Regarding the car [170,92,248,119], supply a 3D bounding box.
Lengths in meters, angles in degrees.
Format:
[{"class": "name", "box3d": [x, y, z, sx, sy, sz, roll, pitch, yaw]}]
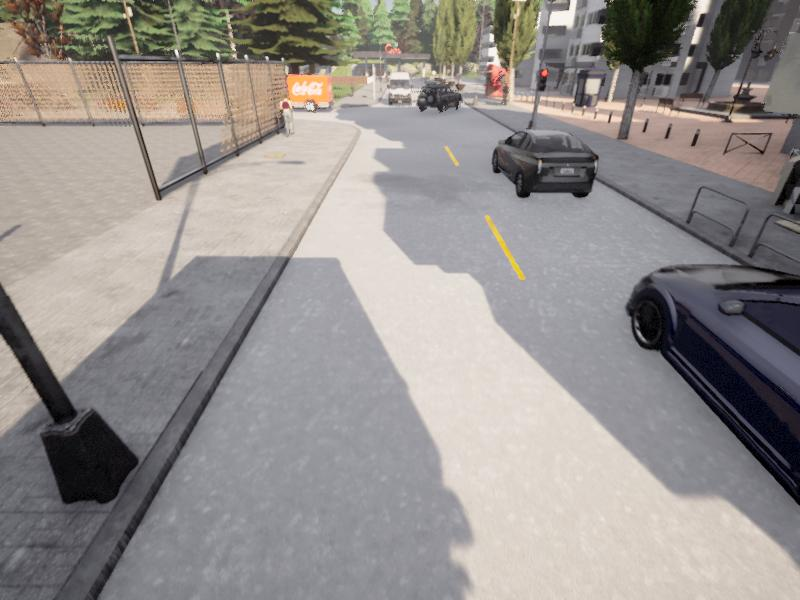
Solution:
[{"class": "car", "box3d": [-12.860, -13.253, 27.210, 4.193, 1.474, 1.816, 0, 30, 0]}]

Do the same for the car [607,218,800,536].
[{"class": "car", "box3d": [3.993, 0.603, 3.625, 1.994, 1.385, 4.181, 0, 30, 0]}]

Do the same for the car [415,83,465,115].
[{"class": "car", "box3d": [3.115, -15.591, 30.836, 1.932, 1.855, 4.605, 17, 35, 26]}]

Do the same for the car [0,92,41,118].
[{"class": "car", "box3d": [-27.795, -13.256, 27.224, 4.674, 1.442, 1.812, 0, 30, 0]}]

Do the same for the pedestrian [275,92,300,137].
[{"class": "pedestrian", "box3d": [-5.300, -8.771, 18.897, 0.751, 1.860, 0.751, 0, 30, 0]}]

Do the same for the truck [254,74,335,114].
[{"class": "truck", "box3d": [-7.797, -15.611, 30.281, 5.204, 2.467, 2.627, 1, 30, 0]}]

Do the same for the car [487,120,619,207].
[{"class": "car", "box3d": [4.020, -4.104, 11.526, 2.007, 1.525, 4.514, 0, 30, 0]}]

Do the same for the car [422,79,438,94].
[{"class": "car", "box3d": [4.001, -28.680, 53.617, 1.837, 1.490, 4.892, 0, 31, 0]}]

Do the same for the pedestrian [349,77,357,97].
[{"class": "pedestrian", "box3d": [-5.129, -23.037, 43.328, 0.751, 1.860, 0.751, -3, 30, -5]}]

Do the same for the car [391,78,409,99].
[{"class": "car", "box3d": [-0.006, -23.556, 44.446, 1.905, 1.878, 3.866, 0, 30, 0]}]

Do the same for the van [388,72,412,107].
[{"class": "van", "box3d": [-0.010, -19.460, 36.793, 1.988, 2.561, 5.915, 0, 30, 0]}]

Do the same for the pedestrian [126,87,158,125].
[{"class": "pedestrian", "box3d": [-14.524, -10.918, 22.558, 0.751, 1.860, 0.751, 0, 30, 0]}]

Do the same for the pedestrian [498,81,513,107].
[{"class": "pedestrian", "box3d": [8.696, -17.002, 33.018, 0.751, 1.860, 0.751, -10, 32, -16]}]
